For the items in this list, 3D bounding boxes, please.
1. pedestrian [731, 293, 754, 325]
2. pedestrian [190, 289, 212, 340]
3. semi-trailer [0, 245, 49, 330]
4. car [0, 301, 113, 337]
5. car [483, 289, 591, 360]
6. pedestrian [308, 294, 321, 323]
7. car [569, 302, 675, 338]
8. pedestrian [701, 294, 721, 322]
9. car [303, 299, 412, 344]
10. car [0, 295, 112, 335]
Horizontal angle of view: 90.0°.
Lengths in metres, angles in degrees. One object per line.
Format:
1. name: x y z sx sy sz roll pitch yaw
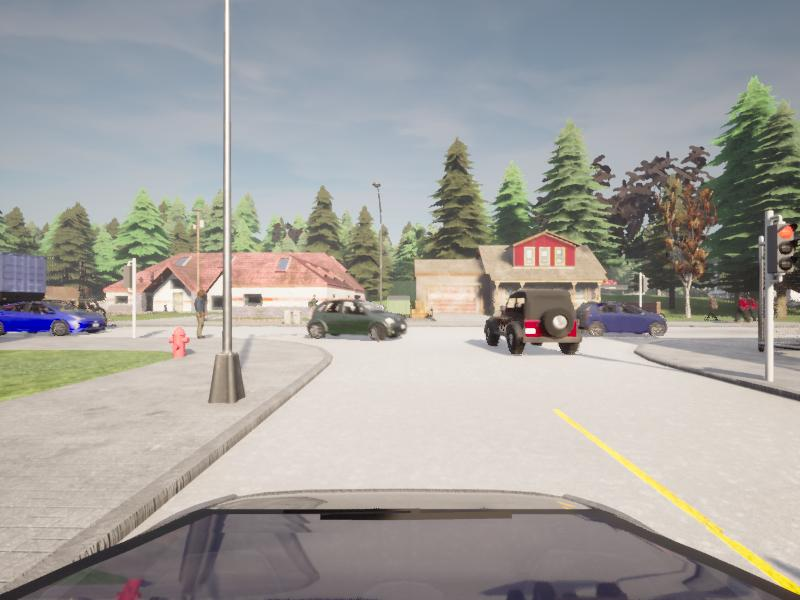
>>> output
1. pedestrian: 20.758 0.533 24.264 0.751 1.860 0.751 0 0 3
2. pedestrian: -7.594 0.534 15.250 0.751 1.860 0.751 0 0 -28
3. semi-trailer: -27.756 -0.624 22.330 14.254 4.402 2.717 0 0 2
4. car: -15.939 0.828 18.060 4.514 1.525 2.007 0 0 1
5. car: 4.082 0.647 12.653 1.905 1.878 3.866 0 0 -4
6. pedestrian: -5.507 0.533 25.747 0.751 1.860 0.751 0 0 -13
7. car: 9.587 0.826 17.499 3.633 1.501 1.845 0 0 1
8. pedestrian: 20.552 0.533 26.416 0.751 1.860 0.751 0 0 1
9. car: -1.709 0.788 16.219 3.988 1.617 1.851 0 0 22
10. car: -18.433 0.739 21.566 4.605 1.855 1.932 2 0 7
